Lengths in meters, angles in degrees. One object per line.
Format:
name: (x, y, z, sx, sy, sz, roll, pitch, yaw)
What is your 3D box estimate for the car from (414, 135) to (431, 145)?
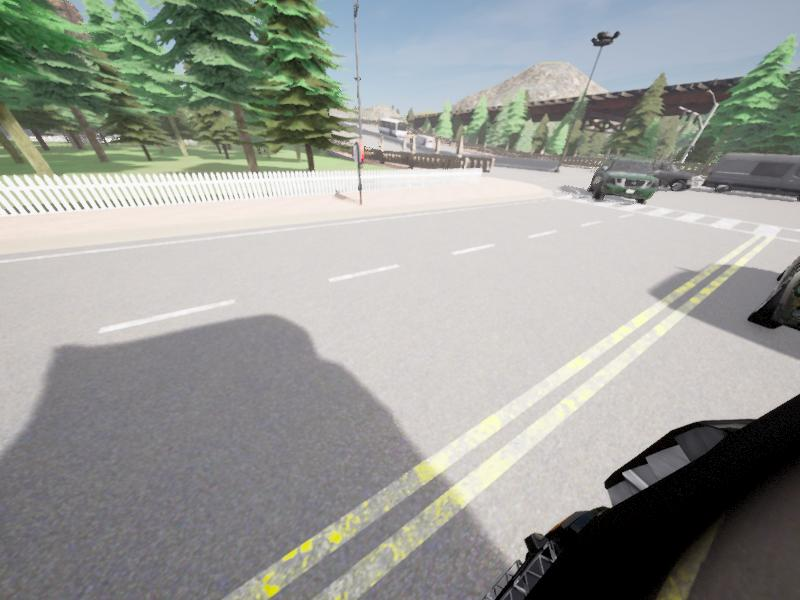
car: (5.989, -43.518, 62.642, 2.163, 1.488, 4.792, -17, 46, -27)

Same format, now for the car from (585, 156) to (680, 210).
car: (12.572, -6.867, 13.094, 2.150, 2.045, 5.566, 20, 37, 22)

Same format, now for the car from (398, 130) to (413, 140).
car: (1.486, -48.701, 68.058, 1.801, 1.575, 5.366, -17, 46, -27)

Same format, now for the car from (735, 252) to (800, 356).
car: (7.549, -0.321, 3.217, 4.553, 1.767, 2.097, -16, 38, -26)

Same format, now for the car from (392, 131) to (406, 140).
car: (-0.279, -46.353, 65.022, 1.816, 1.474, 4.193, -17, 46, -27)

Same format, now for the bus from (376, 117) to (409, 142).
bus: (-2.272, -45.365, 61.355, 3.944, 4.253, 10.273, -17, 46, -27)

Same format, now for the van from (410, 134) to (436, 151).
van: (5.220, -36.148, 52.963, 2.351, 2.431, 6.366, -17, 46, -27)

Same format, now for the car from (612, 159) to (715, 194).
car: (20.030, -9.637, 17.862, 1.932, 1.855, 4.605, -18, 39, -27)

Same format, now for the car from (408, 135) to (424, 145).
car: (4.065, -41.380, 59.780, 1.816, 1.474, 4.193, -17, 46, -27)

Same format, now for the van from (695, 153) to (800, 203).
van: (25.616, -8.441, 15.848, 1.988, 2.561, 5.915, -18, 39, -27)
